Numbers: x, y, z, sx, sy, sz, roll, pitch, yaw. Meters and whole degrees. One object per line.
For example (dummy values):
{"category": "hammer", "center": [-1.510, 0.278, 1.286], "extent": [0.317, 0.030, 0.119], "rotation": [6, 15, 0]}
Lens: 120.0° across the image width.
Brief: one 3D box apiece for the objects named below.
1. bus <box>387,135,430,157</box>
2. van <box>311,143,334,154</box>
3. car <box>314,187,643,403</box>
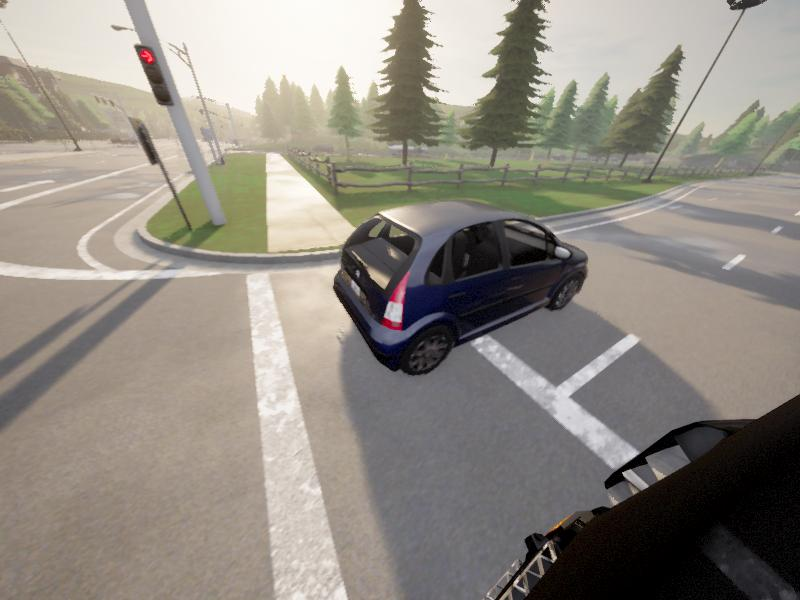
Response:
{"category": "bus", "center": [2.090, -38.821, 58.439], "extent": [10.273, 4.253, 3.944], "rotation": [-16, 38, -26]}
{"category": "van", "center": [-17.664, -34.564, 52.692], "extent": [4.442, 1.987, 1.775], "rotation": [-16, 38, -26]}
{"category": "car", "center": [1.131, -0.577, 3.427], "extent": [3.988, 1.617, 1.851], "rotation": [-16, 38, -26]}
